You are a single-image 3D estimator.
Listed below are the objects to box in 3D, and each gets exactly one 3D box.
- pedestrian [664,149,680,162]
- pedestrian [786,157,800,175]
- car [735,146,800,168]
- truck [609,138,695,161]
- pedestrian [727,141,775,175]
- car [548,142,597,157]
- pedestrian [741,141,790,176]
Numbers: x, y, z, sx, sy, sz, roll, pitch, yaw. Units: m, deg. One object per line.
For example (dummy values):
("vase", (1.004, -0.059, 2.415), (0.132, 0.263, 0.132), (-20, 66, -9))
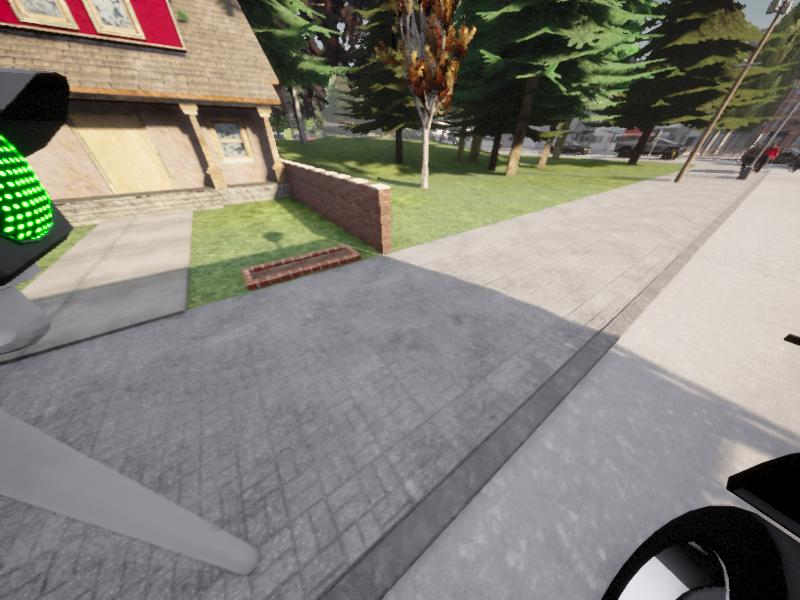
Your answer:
("pedestrian", (27.040, -14.375, 23.003), (0.500, 1.100, 0.500), (-18, 39, -23))
("pedestrian", (28.141, -9.666, 15.827), (0.751, 1.860, 0.751), (24, 42, 30))
("car", (34.214, -12.857, 20.702), (1.816, 1.474, 4.193), (-7, 36, -10))
("truck", (29.562, -17.984, 27.470), (2.390, 2.098, 6.274), (-22, 40, -28))
("pedestrian", (23.131, -9.379, 15.270), (0.751, 1.860, 0.751), (-12, 37, -16))
("car", (24.665, -21.795, 33.323), (2.152, 1.651, 5.027), (-22, 41, -28))
("pedestrian", (23.707, -9.216, 15.036), (0.751, 1.860, 0.751), (-14, 37, -18))
